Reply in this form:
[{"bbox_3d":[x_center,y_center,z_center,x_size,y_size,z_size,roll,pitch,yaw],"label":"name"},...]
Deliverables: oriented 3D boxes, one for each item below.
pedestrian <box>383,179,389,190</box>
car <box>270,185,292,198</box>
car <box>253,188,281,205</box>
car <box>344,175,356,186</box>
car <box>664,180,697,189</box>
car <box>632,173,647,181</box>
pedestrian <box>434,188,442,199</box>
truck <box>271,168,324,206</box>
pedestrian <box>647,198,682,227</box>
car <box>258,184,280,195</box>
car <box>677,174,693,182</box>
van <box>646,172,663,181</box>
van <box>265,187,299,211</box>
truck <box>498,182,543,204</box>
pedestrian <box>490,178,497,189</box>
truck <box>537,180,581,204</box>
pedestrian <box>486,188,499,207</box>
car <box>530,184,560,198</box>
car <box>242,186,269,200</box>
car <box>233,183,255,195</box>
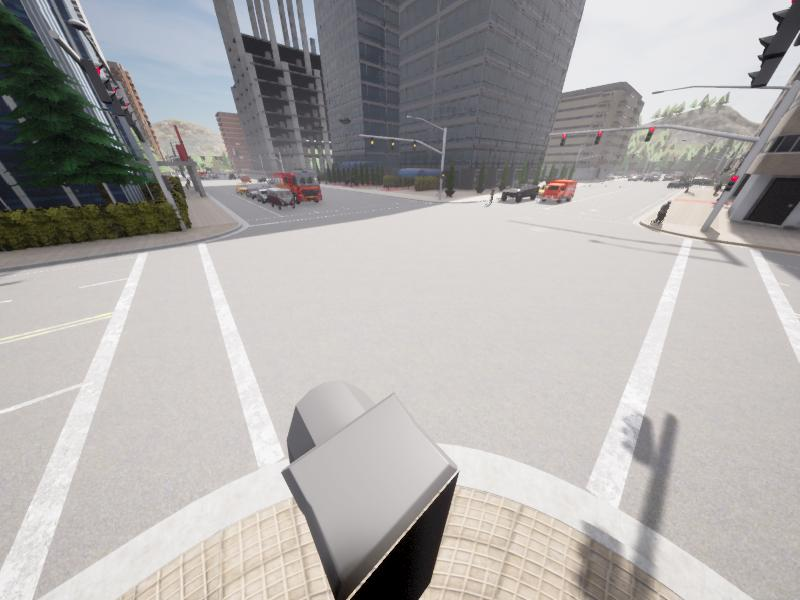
[{"bbox_3d":[-2.622,-21.416,42.883,0.751,1.860,0.751,-22,37,-33],"label":"pedestrian"},{"bbox_3d":[-18.233,-16.693,35.389,1.845,1.501,3.633,-23,37,-34],"label":"car"},{"bbox_3d":[-17.092,-13.309,29.581,1.970,1.475,3.806,-23,37,-34],"label":"car"},{"bbox_3d":[-11.925,-28.857,55.608,2.390,2.098,6.274,-5,30,-9],"label":"car"},{"bbox_3d":[59.426,-24.495,48.981,4.674,1.442,1.812,-5,30,-9],"label":"car"},{"bbox_3d":[79.700,-40.977,76.941,5.566,2.045,2.150,-23,37,-34],"label":"car"},{"bbox_3d":[5.225,-14.696,31.807,0.751,1.300,0.751,-24,38,-35],"label":"pedestrian"},{"bbox_3d":[-13.322,-14.808,29.830,2.891,3.827,8.468,-23,37,-34],"label":"truck"},{"bbox_3d":[19.264,-6.397,16.872,0.751,1.860,0.751,2,30,4],"label":"pedestrian"},{"bbox_3d":[-22.751,-19.262,40.000,1.994,1.385,4.181,-23,37,-35],"label":"car"},{"bbox_3d":[86.658,-37.043,70.126,5.566,2.045,2.150,-23,37,-34],"label":"car"},{"bbox_3d":[82.852,-40.187,75.175,6.366,2.431,2.351,-23,37,-34],"label":"van"},{"bbox_3d":[-13.002,-11.136,25.307,1.775,1.987,4.442,-23,37,-34],"label":"van"},{"bbox_3d":[16.129,-14.403,30.853,6.274,2.098,2.390,-22,37,-33],"label":"truck"},{"bbox_3d":[18.002,-22.344,44.453,0.751,1.860,0.751,-16,34,-25],"label":"pedestrian"},{"bbox_3d":[20.639,-14.160,30.062,5.204,2.467,2.627,-23,37,-34],"label":"truck"},{"bbox_3d":[10.537,-11.739,26.430,0.751,1.860,0.751,-18,34,-28],"label":"pedestrian"},{"bbox_3d":[22.172,-16.671,35.301,5.366,1.575,1.801,-22,37,-33],"label":"car"},{"bbox_3d":[-21.288,-15.726,33.851,2.033,1.411,5.357,-23,37,-34],"label":"car"},{"bbox_3d":[-26.297,-18.722,38.896,1.882,1.535,5.008,-23,37,-34],"label":"car"}]
